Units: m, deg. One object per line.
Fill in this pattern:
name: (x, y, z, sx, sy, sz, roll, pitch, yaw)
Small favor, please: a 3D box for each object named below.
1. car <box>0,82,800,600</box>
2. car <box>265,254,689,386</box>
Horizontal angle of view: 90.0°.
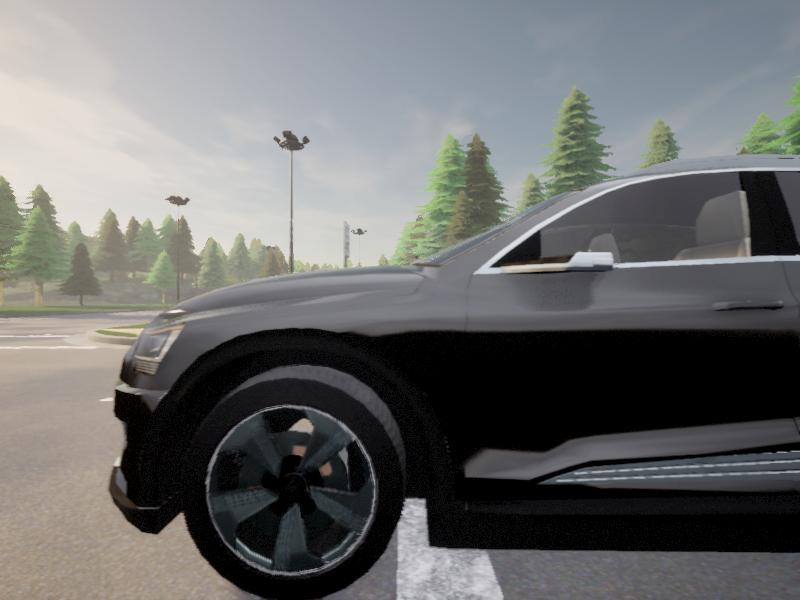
car: (1.173, 0.182, 2.230, 4.856, 1.649, 2.033, 1, 0, 0)
car: (0.898, 0.228, 5.720, 4.974, 1.542, 2.038, 0, 0, 1)
